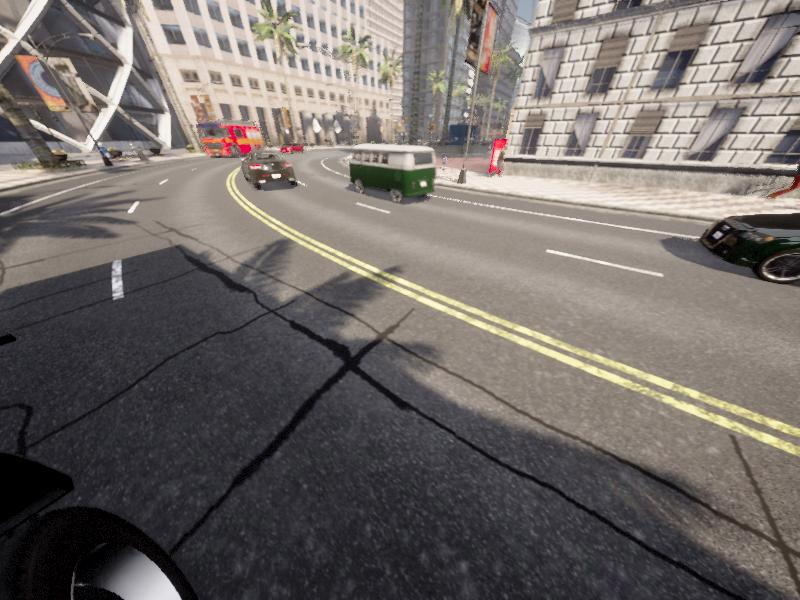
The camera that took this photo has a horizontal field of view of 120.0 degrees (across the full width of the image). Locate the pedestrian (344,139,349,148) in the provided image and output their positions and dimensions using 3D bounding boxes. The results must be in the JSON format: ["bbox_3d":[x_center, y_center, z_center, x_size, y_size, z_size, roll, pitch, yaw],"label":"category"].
[{"bbox_3d":[-12.930,-37.632,55.541,0.751,1.860,0.751,13,37,17],"label":"pedestrian"}]

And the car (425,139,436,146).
[{"bbox_3d":[10.506,-53.583,78.387,1.905,1.878,3.866,22,41,28],"label":"car"}]

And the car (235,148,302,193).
[{"bbox_3d":[-7.559,-7.498,13.080,2.152,1.651,5.027,-22,41,-28],"label":"car"}]

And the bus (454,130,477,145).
[{"bbox_3d":[23.839,-58.625,83.570,3.944,4.253,10.273,22,41,28],"label":"bus"}]

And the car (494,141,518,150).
[{"bbox_3d":[25.372,-37.134,55.466,4.514,1.525,2.007,23,41,29],"label":"car"}]

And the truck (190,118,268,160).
[{"bbox_3d":[-21.251,-20.650,29.721,2.891,3.827,8.468,2,35,2],"label":"truck"}]

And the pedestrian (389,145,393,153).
[{"bbox_3d":[-1.427,-24.140,36.885,0.500,1.100,0.500,6,36,8],"label":"pedestrian"}]

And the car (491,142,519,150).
[{"bbox_3d":[23.923,-35.188,52.808,5.357,1.411,2.033,22,40,28],"label":"car"}]

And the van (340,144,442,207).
[{"bbox_3d":[-0.551,-5.737,10.318,1.775,1.987,4.442,-29,44,-35],"label":"van"}]

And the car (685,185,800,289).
[{"bbox_3d":[8.705,-0.916,4.089,4.181,1.385,1.994,23,41,28],"label":"car"}]

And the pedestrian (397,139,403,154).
[{"bbox_3d":[-0.029,-23.429,35.228,0.751,1.860,0.751,5,35,7],"label":"pedestrian"}]

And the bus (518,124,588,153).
[{"bbox_3d":[29.682,-31.685,45.405,10.273,4.253,3.944,22,40,28],"label":"bus"}]

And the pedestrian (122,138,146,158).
[{"bbox_3d":[-29.532,-16.871,25.693,0.751,1.860,0.751,-3,35,-5],"label":"pedestrian"}]

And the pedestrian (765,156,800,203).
[{"bbox_3d":[16.082,-4.952,9.140,0.751,1.860,0.751,21,40,27],"label":"pedestrian"}]

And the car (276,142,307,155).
[{"bbox_3d":[-16.997,-23.986,36.481,2.007,1.525,4.514,8,36,11],"label":"car"}]

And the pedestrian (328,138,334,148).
[{"bbox_3d":[-16.412,-37.312,54.796,0.751,1.860,0.751,-20,40,-26],"label":"pedestrian"}]

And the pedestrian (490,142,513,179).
[{"bbox_3d":[6.204,-8.529,14.137,0.751,1.860,0.751,20,40,26],"label":"pedestrian"}]

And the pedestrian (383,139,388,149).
[{"bbox_3d":[-3.251,-34.375,50.995,0.751,1.860,0.751,21,40,27],"label":"pedestrian"}]

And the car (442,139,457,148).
[{"bbox_3d":[13.761,-43.809,64.619,2.097,1.767,4.553,-10,36,-14],"label":"car"}]
